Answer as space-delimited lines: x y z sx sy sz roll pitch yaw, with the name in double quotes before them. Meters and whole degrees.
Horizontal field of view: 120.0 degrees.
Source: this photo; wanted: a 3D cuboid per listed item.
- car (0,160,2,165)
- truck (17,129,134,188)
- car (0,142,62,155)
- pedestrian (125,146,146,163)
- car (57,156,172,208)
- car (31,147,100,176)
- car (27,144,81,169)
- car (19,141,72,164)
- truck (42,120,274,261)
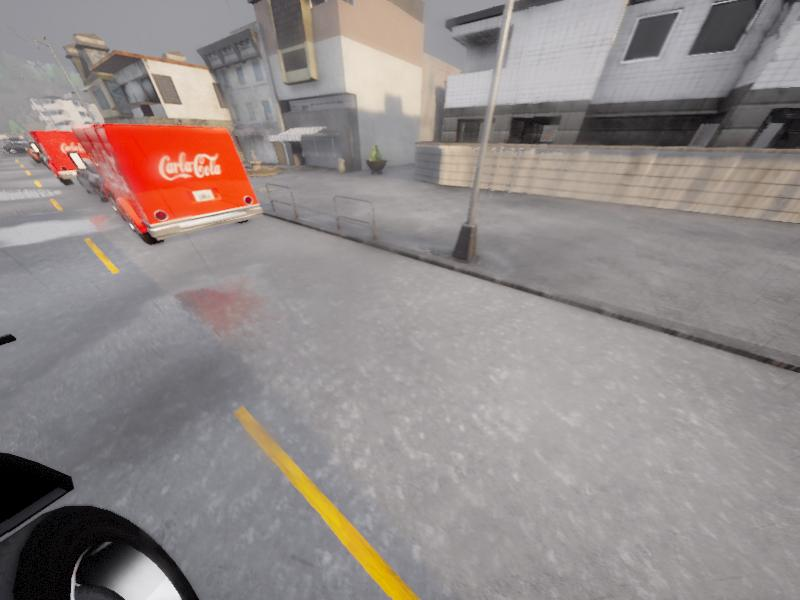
"car" -39.630 -13.491 21.663 4.718 1.301 1.895 22 41 28
"truck" -18.727 -8.289 13.404 5.204 2.467 2.627 22 41 28
"car" -53.274 -21.878 33.300 4.892 1.490 1.837 -6 37 -9
"pedestrian" -25.660 -14.108 22.413 0.751 1.300 0.751 22 41 28
"car" -12.805 -5.439 10.340 5.357 1.411 2.033 22 41 28
"car" -25.043 -10.471 17.277 4.974 1.542 2.038 22 41 28
"car" -30.571 -12.750 20.406 3.988 1.617 1.851 22 41 28
"car" -35.963 -15.015 23.421 4.553 1.767 2.097 22 41 28
"truck" -6.625 -3.366 6.507 5.204 2.467 2.627 22 41 28
